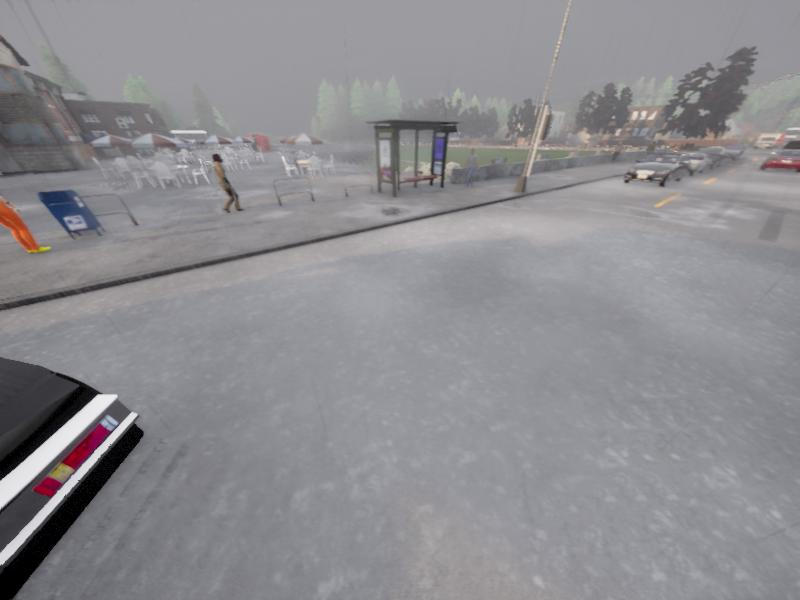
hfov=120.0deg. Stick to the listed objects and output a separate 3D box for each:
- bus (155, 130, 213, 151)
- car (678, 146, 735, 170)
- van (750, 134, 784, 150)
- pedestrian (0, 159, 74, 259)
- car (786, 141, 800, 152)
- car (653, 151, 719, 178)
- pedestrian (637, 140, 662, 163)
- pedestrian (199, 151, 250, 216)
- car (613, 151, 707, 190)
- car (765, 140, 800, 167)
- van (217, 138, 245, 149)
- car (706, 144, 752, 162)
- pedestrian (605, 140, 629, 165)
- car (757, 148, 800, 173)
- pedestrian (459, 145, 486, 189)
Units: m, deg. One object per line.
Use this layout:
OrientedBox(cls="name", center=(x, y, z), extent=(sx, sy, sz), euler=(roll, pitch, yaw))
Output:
OrientedBox(cls="bus", center=(-57.229, -42.762, 61.898), extent=(10.273, 4.253, 3.944), euler=(-22, 40, -28))
OrientedBox(cls="car", center=(26.221, -12.195, 19.745), extent=(4.892, 1.490, 1.837), euler=(-22, 40, -28))
OrientedBox(cls="van", center=(70.313, -30.331, 44.270), extent=(6.366, 2.431, 2.351), euler=(-22, 40, -28))
OrientedBox(cls="pedestrian", center=(-8.561, -1.910, 4.950), extent=(0.751, 1.860, 0.751), euler=(-4, 35, -5))
OrientedBox(cls="car", center=(65.444, -25.139, 37.752), extent=(3.806, 1.475, 1.970), euler=(-23, 41, -28))
OrientedBox(cls="car", center=(20.671, -9.879, 16.681), extent=(4.718, 1.301, 1.895), euler=(-22, 40, -28))
OrientedBox(cls="pedestrian", center=(24.261, -14.469, 22.469), extent=(0.751, 1.860, 0.751), euler=(-15, 38, -19))
OrientedBox(cls="pedestrian", center=(-5.939, -3.965, 7.891), extent=(0.751, 1.860, 0.751), euler=(-22, 40, -28))
OrientedBox(cls="car", center=(15.012, -7.622, 13.344), extent=(4.902, 1.511, 2.128), euler=(-21, 40, -27))
OrientedBox(cls="car", center=(35.898, -13.460, 21.089), extent=(3.866, 1.878, 1.905), euler=(-22, 40, -28))
OrientedBox(cls="van", center=(-48.973, -45.487, 67.147), extent=(5.915, 2.561, 1.988), euler=(-22, 40, -28))
OrientedBox(cls="car", center=(36.433, -16.285, 25.544), extent=(5.357, 1.411, 2.033), euler=(-22, 40, -28))
OrientedBox(cls="pedestrian", center=(19.976, -13.600, 21.281), extent=(0.751, 1.860, 0.751), euler=(-21, 40, -27))
OrientedBox(cls="car", center=(30.034, -10.872, 17.924), extent=(4.181, 1.385, 1.994), euler=(-23, 41, -29))
OrientedBox(cls="pedestrian", center=(3.602, -6.669, 11.592), extent=(0.751, 1.860, 0.751), euler=(29, 45, 35))
